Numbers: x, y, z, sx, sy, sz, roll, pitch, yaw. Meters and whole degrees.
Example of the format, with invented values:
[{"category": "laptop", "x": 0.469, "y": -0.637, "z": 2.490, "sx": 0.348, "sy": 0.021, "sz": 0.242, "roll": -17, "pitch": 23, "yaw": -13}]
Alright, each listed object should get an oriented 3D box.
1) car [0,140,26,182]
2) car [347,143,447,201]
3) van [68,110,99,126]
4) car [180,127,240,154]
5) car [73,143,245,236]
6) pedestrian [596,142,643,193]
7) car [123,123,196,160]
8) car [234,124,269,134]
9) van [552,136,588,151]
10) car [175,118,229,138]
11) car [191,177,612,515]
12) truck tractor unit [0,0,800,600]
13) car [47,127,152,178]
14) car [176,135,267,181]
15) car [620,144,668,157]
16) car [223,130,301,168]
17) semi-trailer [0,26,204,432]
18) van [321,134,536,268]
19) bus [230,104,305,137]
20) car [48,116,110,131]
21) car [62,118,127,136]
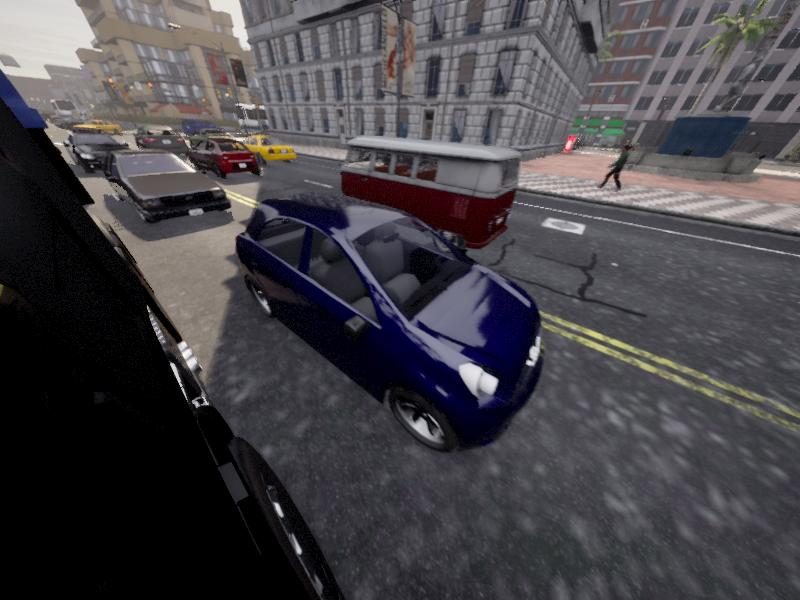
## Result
[{"category": "car", "x": -16.305, "y": -5.477, "z": 8.650, "sx": 3.633, "sy": 1.501, "sz": 1.845, "roll": 26, "pitch": 43, "yaw": 28}, {"category": "car", "x": -0.217, "y": -5.480, "z": 9.677, "sx": 3.705, "sy": 1.549, "sz": 1.789, "roll": 27, "pitch": 43, "yaw": 28}, {"category": "van", "x": -65.659, "y": -37.785, "z": 47.843, "sx": 6.366, "sy": 2.431, "sz": 2.351, "roll": 26, "pitch": 43, "yaw": 28}, {"category": "car", "x": -15.276, "y": -12.887, "z": 18.613, "sx": 4.514, "sy": 1.525, "sz": 2.007, "roll": 26, "pitch": 43, "yaw": 28}, {"category": "car", "x": -7.127, "y": -3.536, "z": 6.756, "sx": 5.357, "sy": 1.411, "sz": 2.033, "roll": 27, "pitch": 43, "yaw": 28}, {"category": "pedestrian", "x": 9.886, "y": -5.999, "z": 10.476, "sx": 0.751, "sy": 1.860, "sz": 0.751, "roll": 26, "pitch": 42, "yaw": 27}, {"category": "car", "x": -16.200, "y": -10.750, "z": 15.575, "sx": 4.611, "sy": 1.667, "sz": 2.242, "roll": 29, "pitch": 44, "yaw": 31}, {"category": "car", "x": -29.438, "y": -33.957, "z": 45.965, "sx": 2.033, "sy": 1.411, "sz": 5.357, "roll": 26, "pitch": 43, "yaw": 28}, {"category": "van", "x": 30.682, "y": -28.345, "z": 41.859, "sx": 4.480, "sy": 2.038, "sz": 2.069, "roll": 32, "pitch": 45, "yaw": 34}, {"category": "car", "x": -26.789, "y": -23.493, "z": 31.603, "sx": 2.150, "sy": 2.045, "sz": 5.566, "roll": 4, "pitch": 37, "yaw": 2}, {"category": "car", "x": -0.261, "y": -0.209, "z": 2.643, "sx": 3.633, "sy": 1.501, "sz": 1.845, "roll": 27, "pitch": 43, "yaw": 28}, {"category": "truck tractor unit", "x": -2.645, "y": -0.295, "z": 0.351, "sx": 6.516, "sy": 4.208, "sz": 3.053, "roll": 28, "pitch": 44, "yaw": 30}, {"category": "car", "x": -14.318, "y": -7.149, "z": 11.004, "sx": 4.974, "sy": 1.542, "sz": 2.038, "roll": 26, "pitch": 43, "yaw": 28}, {"category": "car", "x": -8.694, "y": -7.015, "z": 11.237, "sx": 4.193, "sy": 1.474, "sz": 1.816, "roll": 26, "pitch": 43, "yaw": 28}, {"category": "car", "x": 39.496, "y": -24.347, "z": 37.553, "sx": 2.163, "sy": 1.488, "sz": 4.792, "roll": -19, "pitch": 42, "yaw": -26}, {"category": "car", "x": -8.912, "y": -9.808, "z": 14.868, "sx": 5.366, "sy": 1.575, "sz": 1.801, "roll": 26, "pitch": 43, "yaw": 28}, {"category": "semi-trailer", "x": -8.838, "y": -3.508, "z": 4.081, "sx": 14.254, "sy": 4.402, "sz": 2.717, "roll": 27, "pitch": 43, "yaw": 28}, {"category": "van", "x": 0.372, "y": -2.717, "z": 5.657, "sx": 4.442, "sy": 1.987, "sz": 1.775, "roll": 27, "pitch": 43, "yaw": 28}, {"category": "bus", "x": -23.114, "y": -32.043, "z": 41.447, "sx": 3.944, "sy": 4.253, "sz": 10.273, "roll": 26, "pitch": 44, "yaw": 28}, {"category": "car", "x": -45.774, "y": -25.214, "z": 33.109, "sx": 2.128, "sy": 1.511, "sz": 4.902, "roll": 26, "pitch": 43, "yaw": 28}, {"category": "car", "x": -36.750, "y": -21.028, "z": 28.047, "sx": 1.801, "sy": 1.575, "sz": 5.366, "roll": -5, "pitch": 37, "yaw": -10}]
